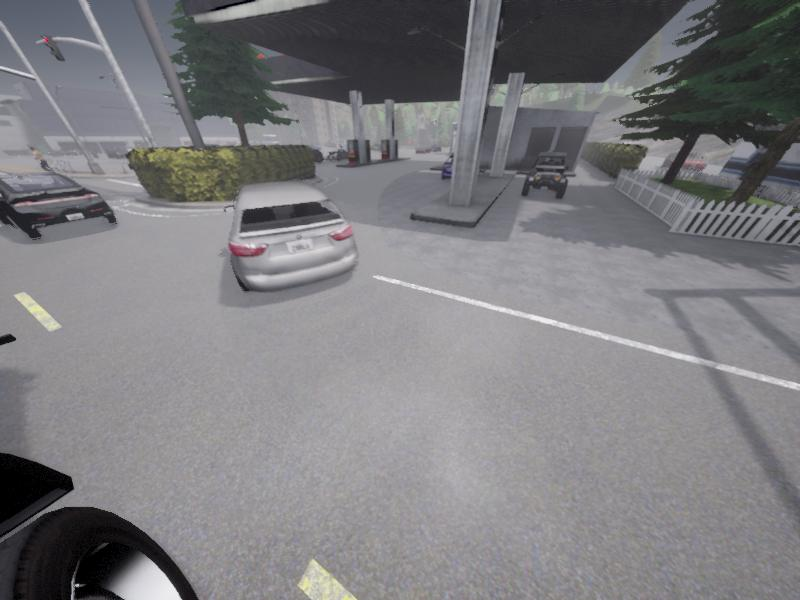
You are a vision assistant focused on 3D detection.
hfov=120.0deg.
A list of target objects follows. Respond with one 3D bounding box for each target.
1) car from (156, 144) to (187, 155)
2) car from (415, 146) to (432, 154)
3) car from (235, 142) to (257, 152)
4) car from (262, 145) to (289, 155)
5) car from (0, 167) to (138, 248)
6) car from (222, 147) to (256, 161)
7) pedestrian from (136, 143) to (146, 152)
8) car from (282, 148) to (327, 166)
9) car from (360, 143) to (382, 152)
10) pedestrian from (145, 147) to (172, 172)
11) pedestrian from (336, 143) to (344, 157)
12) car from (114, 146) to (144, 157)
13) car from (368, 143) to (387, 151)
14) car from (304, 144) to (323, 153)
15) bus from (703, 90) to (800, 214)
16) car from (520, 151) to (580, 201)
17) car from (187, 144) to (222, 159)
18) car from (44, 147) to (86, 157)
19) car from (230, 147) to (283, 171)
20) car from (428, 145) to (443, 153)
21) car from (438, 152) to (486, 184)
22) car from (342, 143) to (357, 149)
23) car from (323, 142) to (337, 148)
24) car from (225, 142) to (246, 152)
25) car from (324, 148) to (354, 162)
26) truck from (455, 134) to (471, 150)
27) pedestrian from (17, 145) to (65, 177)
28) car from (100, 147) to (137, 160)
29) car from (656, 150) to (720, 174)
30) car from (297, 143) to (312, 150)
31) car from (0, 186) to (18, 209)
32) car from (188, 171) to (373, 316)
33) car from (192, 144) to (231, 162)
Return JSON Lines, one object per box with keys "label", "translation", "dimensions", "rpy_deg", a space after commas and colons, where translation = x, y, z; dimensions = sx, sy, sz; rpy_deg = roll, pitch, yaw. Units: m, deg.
{"label": "car", "translation": [-44.597, -29.427, 45.106], "dimensions": [5.027, 1.636, 2.152], "rpy_deg": [16, 38, 22]}
{"label": "car", "translation": [4.970, -31.482, 48.449], "dimensions": [1.994, 1.385, 4.181], "rpy_deg": [16, 38, 22]}
{"label": "car", "translation": [-37.750, -37.554, 56.671], "dimensions": [4.605, 1.855, 1.932], "rpy_deg": [16, 38, 22]}
{"label": "car", "translation": [-24.244, -29.352, 45.112], "dimensions": [4.514, 1.523, 2.007], "rpy_deg": [16, 38, 22]}
{"label": "car", "translation": [-11.218, -3.131, 7.246], "dimensions": [4.902, 1.511, 2.128], "rpy_deg": [16, 38, 22]}
{"label": "car", "translation": [-23.050, -20.980, 33.152], "dimensions": [3.806, 1.475, 1.970], "rpy_deg": [16, 38, 22]}
{"label": "pedestrian", "translation": [-63.005, -37.018, 56.119], "dimensions": [0.751, 1.860, 0.751], "rpy_deg": [18, 39, 24]}
{"label": "car", "translation": [-11.628, -17.802, 28.624], "dimensions": [2.033, 1.649, 4.856], "rpy_deg": [16, 38, 23]}
{"label": "car", "translation": [-7.356, -38.417, 58.116], "dimensions": [5.027, 1.636, 2.152], "rpy_deg": [16, 38, 22]}
{"label": "pedestrian", "translation": [-21.340, -12.440, 20.450], "dimensions": [0.751, 1.860, 0.751], "rpy_deg": [16, 38, 22]}
{"label": "pedestrian", "translation": [-9.971, -25.108, 38.626], "dimensions": [0.751, 1.860, 0.751], "rpy_deg": [16, 38, 22]}
{"label": "car", "translation": [-47.258, -26.020, 40.352], "dimensions": [3.806, 1.475, 1.970], "rpy_deg": [16, 38, 22]}
{"label": "car", "translation": [-5.961, -40.016, 60.427], "dimensions": [4.514, 1.523, 2.007], "rpy_deg": [16, 38, 22]}
{"label": "car", "translation": [-19.615, -34.398, 52.390], "dimensions": [3.633, 1.501, 1.845], "rpy_deg": [16, 38, 22]}
{"label": "bus", "translation": [18.941, -6.091, 9.239], "dimensions": [3.944, 4.253, 10.273], "rpy_deg": [17, 38, 23]}
{"label": "car", "translation": [7.863, -6.731, 12.326], "dimensions": [1.905, 1.878, 3.866], "rpy_deg": [16, 38, 22]}
{"label": "car", "translation": [-30.600, -23.375, 36.191], "dimensions": [4.605, 1.855, 1.932], "rpy_deg": [16, 38, 22]}
{"label": "car", "translation": [-64.840, -28.689, 44.779], "dimensions": [1.816, 1.474, 4.193], "rpy_deg": [16, 38, 22]}
{"label": "car", "translation": [-14.628, -14.643, 23.862], "dimensions": [1.905, 1.878, 3.866], "rpy_deg": [16, 38, 23]}
{"label": "car", "translation": [8.293, -35.153, 53.623], "dimensions": [1.816, 1.474, 4.193], "rpy_deg": [16, 38, 23]}
{"label": "car", "translation": [4.828, -10.263, 17.730], "dimensions": [2.242, 1.667, 4.611], "rpy_deg": [16, 38, 22]}
{"label": "car", "translation": [-17.783, -54.550, 81.745], "dimensions": [4.792, 1.488, 2.163], "rpy_deg": [16, 38, 22]}
{"label": "car", "translation": [-25.920, -57.141, 85.192], "dimensions": [4.605, 1.855, 1.932], "rpy_deg": [20, 40, 25]}
{"label": "car", "translation": [-38.719, -35.988, 54.385], "dimensions": [3.866, 1.878, 1.905], "rpy_deg": [16, 38, 22]}
{"label": "car", "translation": [-8.691, -20.942, 33.260], "dimensions": [1.970, 1.475, 3.806], "rpy_deg": [17, 38, 23]}
{"label": "truck", "translation": [19.113, -48.582, 70.838], "dimensions": [2.891, 3.827, 8.468], "rpy_deg": [2, 35, 4]}
{"label": "pedestrian", "translation": [-25.500, -9.888, 16.465], "dimensions": [0.751, 1.860, 0.751], "rpy_deg": [-7, 35, -9]}
{"label": "car", "translation": [-42.680, -22.279, 35.046], "dimensions": [4.514, 1.523, 2.007], "rpy_deg": [16, 38, 22]}
{"label": "car", "translation": [25.981, -12.702, 21.106], "dimensions": [2.007, 1.525, 4.514], "rpy_deg": [17, 38, 23]}
{"label": "car", "translation": [-29.089, -46.730, 70.317], "dimensions": [3.633, 1.501, 1.845], "rpy_deg": [16, 38, 22]}
{"label": "car", "translation": [-19.817, -4.353, 9.352], "dimensions": [4.674, 1.442, 1.812], "rpy_deg": [-1, 35, -2]}
{"label": "car", "translation": [-2.655, -1.829, 5.331], "dimensions": [2.242, 1.667, 4.611], "rpy_deg": [-18, 36, -24]}
{"label": "car", "translation": [-25.121, -19.683, 30.799], "dimensions": [3.866, 1.878, 1.905], "rpy_deg": [16, 38, 22]}
